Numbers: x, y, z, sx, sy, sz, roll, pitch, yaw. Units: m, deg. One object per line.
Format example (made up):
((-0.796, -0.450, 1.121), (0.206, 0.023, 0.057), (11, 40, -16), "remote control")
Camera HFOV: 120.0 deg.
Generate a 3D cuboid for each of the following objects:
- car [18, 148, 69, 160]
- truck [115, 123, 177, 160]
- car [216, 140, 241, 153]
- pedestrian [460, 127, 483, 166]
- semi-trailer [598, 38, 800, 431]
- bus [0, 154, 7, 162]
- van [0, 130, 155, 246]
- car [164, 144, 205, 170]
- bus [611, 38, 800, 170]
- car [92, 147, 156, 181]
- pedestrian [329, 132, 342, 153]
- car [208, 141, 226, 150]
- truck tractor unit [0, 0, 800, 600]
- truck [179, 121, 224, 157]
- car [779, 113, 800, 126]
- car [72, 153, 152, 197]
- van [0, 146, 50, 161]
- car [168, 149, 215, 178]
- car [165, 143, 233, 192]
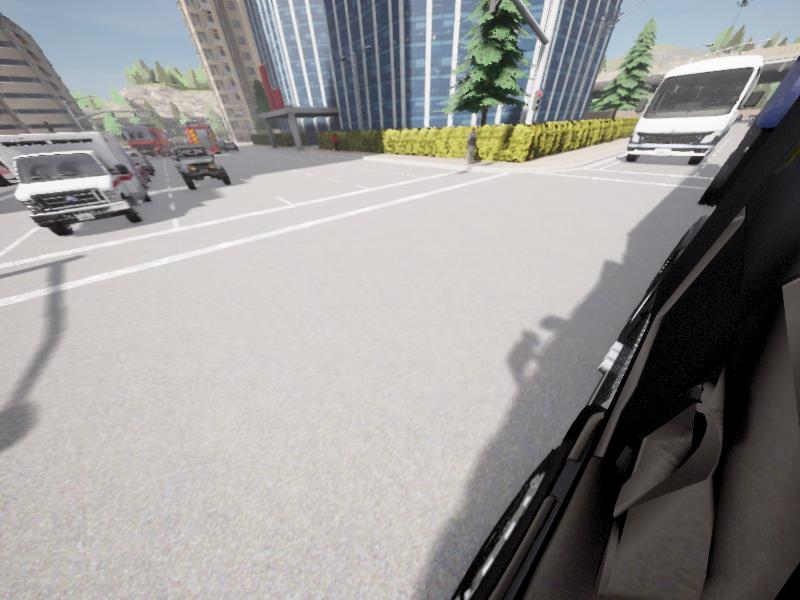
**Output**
((-65.177, -26.823, 42.382), (4.792, 1.488, 2.163), (-28, 44, -30), "car")
((-35.482, -22.528, 32.812), (2.891, 3.827, 8.468), (-20, 40, -22), "truck")
((-28.037, -25.138, 37.765), (2.128, 1.511, 4.902), (-28, 44, -30), "car")
((4.201, -9.053, 13.643), (0.751, 1.860, 0.751), (-21, 41, -23), "pedestrian")
((8.710, -3.595, 4.221), (14.254, 4.402, 2.717), (-28, 44, -30), "semi-trailer")
((-73.375, -23.701, 36.412), (10.273, 4.253, 3.944), (-28, 44, -30), "bus")
((-10.908, -4.276, 8.030), (2.351, 2.431, 6.366), (-29, 44, -30), "van")
((-19.919, -13.263, 21.270), (1.930, 1.638, 5.238), (-29, 44, -30), "car")
((17.389, -10.835, 13.492), (10.273, 4.253, 3.944), (-28, 44, -30), "bus")
((-20.063, -10.143, 17.083), (2.242, 1.667, 4.611), (-28, 44, -30), "car")
((-7.076, -17.371, 25.475), (0.751, 1.860, 0.751), (-25, 42, -27), "pedestrian")
((-36.080, -30.495, 45.554), (1.994, 1.385, 4.181), (-28, 44, -30), "car")
((2.645, -0.295, 0.351), (6.516, 4.208, 3.053), (-28, 44, -30), "truck tractor unit")
((-29.124, -23.538, 33.762), (2.891, 3.827, 8.468), (-28, 44, -30), "truck")
((63.433, -28.967, 37.059), (4.974, 1.542, 2.038), (-28, 44, -30), "car")
((-15.792, -7.216, 13.012), (1.882, 1.535, 5.008), (-28, 44, -30), "car")
((-69.714, -27.354, 42.956), (4.442, 1.987, 1.775), (-28, 44, -30), "van")
((-15.376, -10.112, 16.999), (1.994, 1.385, 4.181), (-27, 43, -29), "car")
((-10.940, -7.314, 12.543), (1.905, 1.878, 3.866), (-28, 44, -30), "car")
